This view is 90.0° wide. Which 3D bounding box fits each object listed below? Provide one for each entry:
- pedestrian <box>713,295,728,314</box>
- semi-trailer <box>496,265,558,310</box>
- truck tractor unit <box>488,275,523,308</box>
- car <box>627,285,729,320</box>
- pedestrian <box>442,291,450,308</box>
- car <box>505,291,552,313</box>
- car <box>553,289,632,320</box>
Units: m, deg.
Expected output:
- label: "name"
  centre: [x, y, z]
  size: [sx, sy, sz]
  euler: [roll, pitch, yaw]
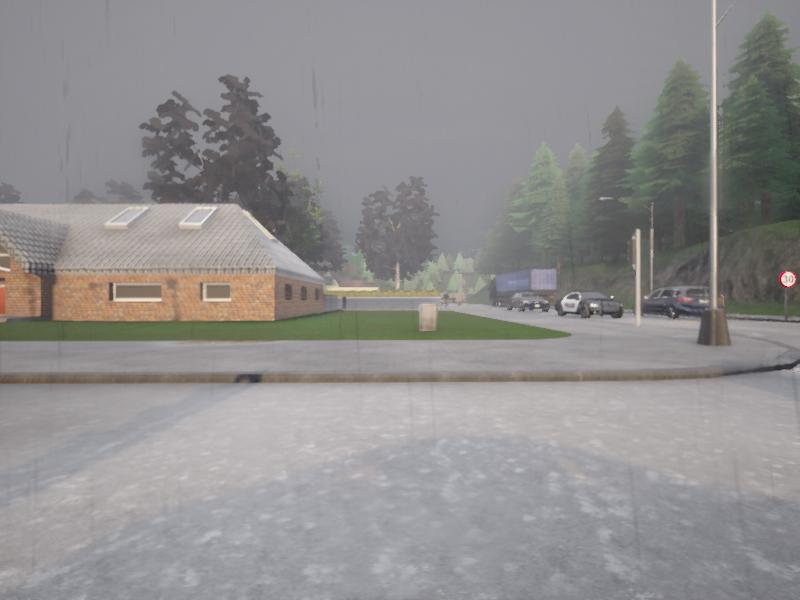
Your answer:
- label: "pedestrian"
  centre: [19.429, 0.278, 24.235]
  size: [0.500, 1.100, 0.500]
  euler: [0, 0, -18]
- label: "semi-trailer"
  centre: [14.348, -1.245, 47.037]
  size: [2.717, 4.402, 14.254]
  euler: [0, 0, 0]
- label: "truck tractor unit"
  centre: [14.297, -1.145, 54.953]
  size: [3.053, 4.208, 6.516]
  euler: [0, 0, 0]
- label: "car"
  centre: [14.546, 0.130, 21.354]
  size: [2.242, 1.667, 4.611]
  euler: [0, 0, 0]
- label: "pedestrian"
  centre: [4.980, -0.075, 42.945]
  size: [0.751, 1.860, 0.751]
  euler: [0, 0, 0]
- label: "car"
  centre: [10.463, 0.162, 33.014]
  size: [2.152, 1.651, 5.027]
  euler: [0, 0, 0]
- label: "car"
  centre: [10.538, 0.207, 22.396]
  size: [2.038, 1.542, 4.974]
  euler: [0, 0, 0]
